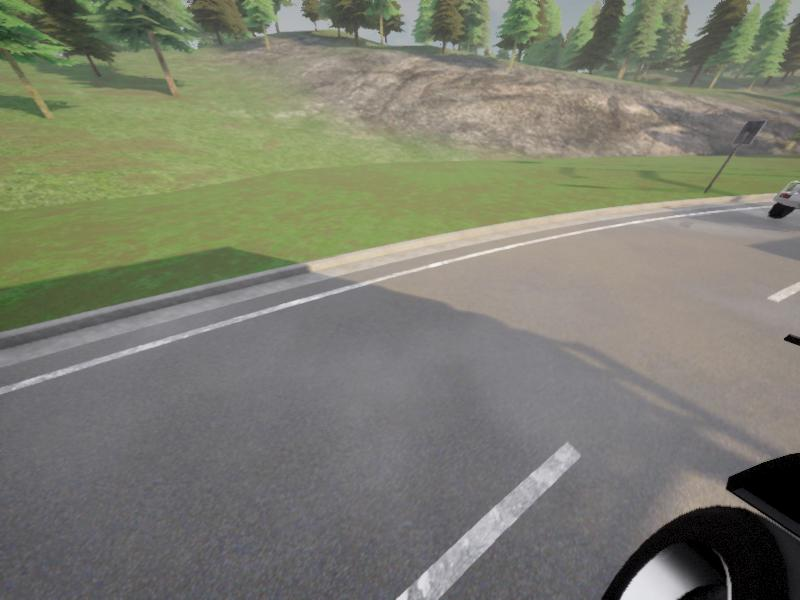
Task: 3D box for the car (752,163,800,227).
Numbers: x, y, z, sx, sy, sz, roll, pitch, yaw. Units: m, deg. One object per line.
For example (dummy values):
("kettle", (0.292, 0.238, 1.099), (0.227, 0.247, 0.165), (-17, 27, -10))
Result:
("car", (14.074, -3.222, 6.774), (4.605, 1.855, 1.932), (-8, 36, -12))
